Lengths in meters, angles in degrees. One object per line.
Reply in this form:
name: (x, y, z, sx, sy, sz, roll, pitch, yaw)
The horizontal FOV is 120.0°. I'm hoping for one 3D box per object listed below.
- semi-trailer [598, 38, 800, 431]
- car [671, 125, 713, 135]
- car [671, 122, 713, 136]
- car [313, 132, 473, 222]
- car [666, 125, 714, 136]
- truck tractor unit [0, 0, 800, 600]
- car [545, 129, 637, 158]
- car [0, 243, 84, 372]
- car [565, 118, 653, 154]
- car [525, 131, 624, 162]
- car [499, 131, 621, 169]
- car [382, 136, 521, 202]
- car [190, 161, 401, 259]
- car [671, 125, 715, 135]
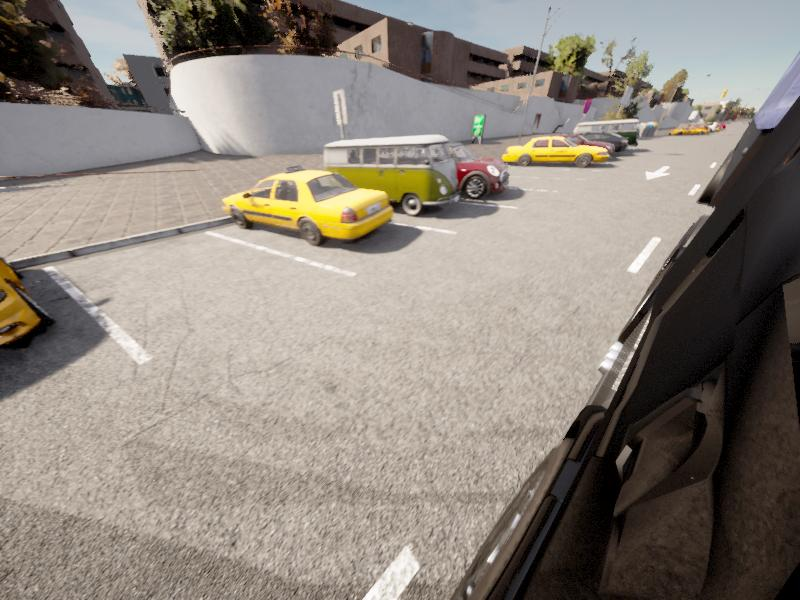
semi-trailer: (8.691, -3.614, 4.231, 14.254, 4.402, 2.717, -28, 44, -30)
car: (60.202, -35.052, 47.774, 4.792, 1.488, 2.163, 17, 40, 25)
car: (58.038, -34.062, 46.046, 4.442, 1.987, 1.878, 17, 39, 25)
car: (-0.277, -4.032, 7.439, 4.442, 1.987, 1.878, 17, 40, 25)
car: (55.818, -32.699, 44.623, 5.366, 1.575, 1.946, 17, 39, 25)
truck tractor unit: (2.645, -0.295, 0.352, 6.516, 4.208, 3.053, -28, 44, -30)
car: (13.314, -11.150, 16.514, 4.674, 1.452, 2.002, 17, 41, 25)
car: (-7.211, -0.224, 3.187, 5.008, 1.535, 2.097, 17, 41, 25)
car: (15.684, -12.557, 17.793, 4.442, 1.987, 1.878, 17, 40, 25)
car: (11.033, -9.937, 15.041, 4.674, 1.452, 2.002, 17, 40, 25)
car: (8.913, -8.705, 13.456, 5.366, 1.575, 1.946, 17, 40, 25)
car: (1.879, -5.207, 9.039, 4.553, 1.767, 2.185, 17, 40, 25)
car: (-2.812, -2.708, 6.214, 5.366, 1.575, 1.946, 17, 41, 25)
car: (62.352, -36.284, 49.345, 5.366, 1.575, 1.946, 17, 40, 25)
